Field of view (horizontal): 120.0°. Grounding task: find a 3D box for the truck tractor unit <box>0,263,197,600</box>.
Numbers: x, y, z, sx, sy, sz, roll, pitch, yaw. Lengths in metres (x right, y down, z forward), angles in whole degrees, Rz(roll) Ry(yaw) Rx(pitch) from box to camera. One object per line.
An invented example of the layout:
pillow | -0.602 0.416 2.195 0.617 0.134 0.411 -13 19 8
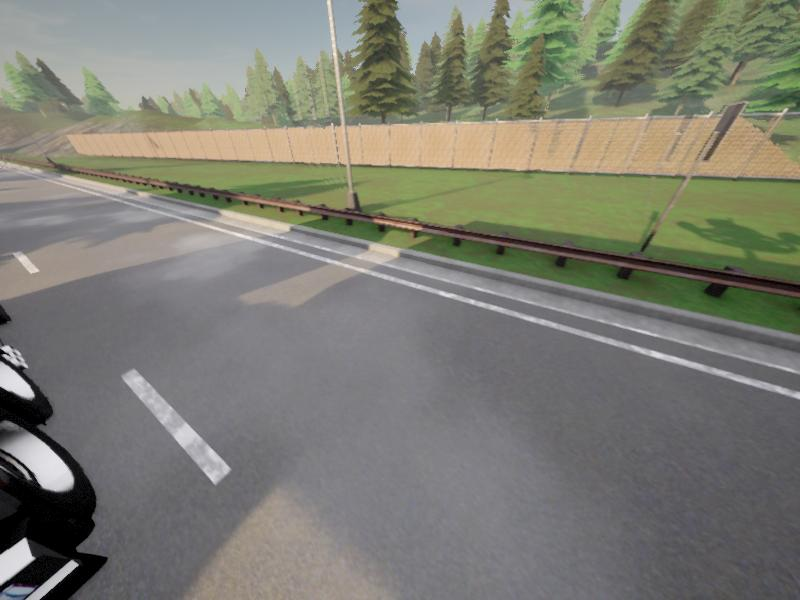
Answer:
truck tractor unit | -5.112 -0.298 0.788 6.516 4.208 3.053 18 39 24
